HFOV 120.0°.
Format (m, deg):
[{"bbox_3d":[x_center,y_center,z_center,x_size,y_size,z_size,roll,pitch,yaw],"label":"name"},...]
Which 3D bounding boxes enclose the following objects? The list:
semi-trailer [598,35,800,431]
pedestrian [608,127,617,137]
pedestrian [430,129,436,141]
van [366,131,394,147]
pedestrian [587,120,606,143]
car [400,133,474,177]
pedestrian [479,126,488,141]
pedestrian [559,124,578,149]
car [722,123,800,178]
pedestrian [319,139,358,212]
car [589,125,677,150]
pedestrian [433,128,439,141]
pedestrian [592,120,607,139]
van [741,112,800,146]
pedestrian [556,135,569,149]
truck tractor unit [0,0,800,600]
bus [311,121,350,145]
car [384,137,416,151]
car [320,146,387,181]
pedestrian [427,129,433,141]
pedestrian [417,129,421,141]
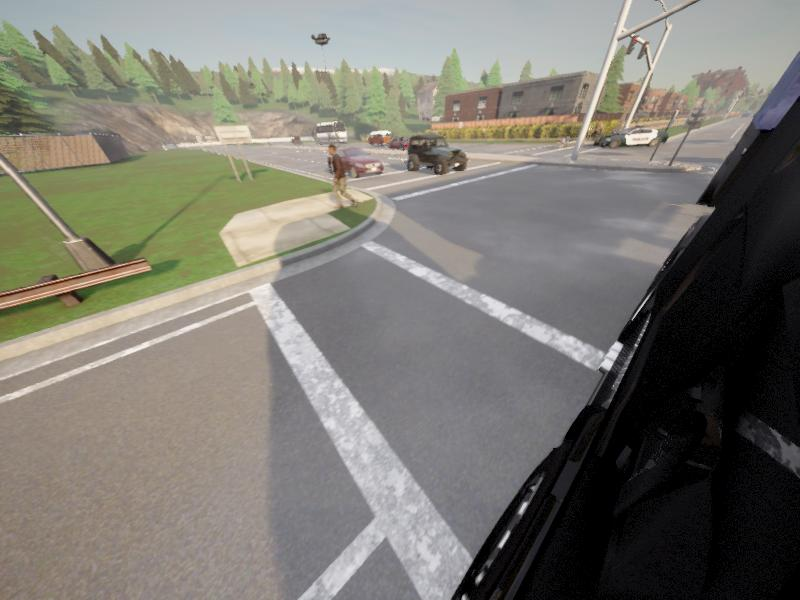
[{"bbox_3d":[8.690,-3.605,4.243,14.254,4.402,2.717,-28,43,-30],"label":"semi-trailer"},{"bbox_3d":[28.633,-22.676,31.138,0.500,1.100,0.500,-29,44,-31],"label":"pedestrian"},{"bbox_3d":[6.296,-31.390,43.885,0.751,1.860,0.751,-26,42,-28],"label":"pedestrian"},{"bbox_3d":[-3.388,-26.775,38.472,2.069,2.038,4.480,-31,45,-32],"label":"van"},{"bbox_3d":[20.660,-17.767,24.368,0.751,1.860,0.751,-28,43,-30],"label":"pedestrian"},{"bbox_3d":[2.015,-8.644,13.667,1.905,1.878,3.866,-28,43,-29],"label":"car"},{"bbox_3d":[13.347,-26.662,36.983,0.751,1.860,0.751,-28,43,-30],"label":"pedestrian"},{"bbox_3d":[16.213,-15.731,22.252,0.751,1.860,0.751,26,46,34],"label":"pedestrian"},{"bbox_3d":[17.182,-6.968,10.545,5.027,1.651,2.152,-28,43,-30],"label":"car"},{"bbox_3d":[-1.862,-3.826,7.150,0.751,1.860,0.751,-13,38,-13],"label":"pedestrian"},{"bbox_3d":[20.390,-14.446,20.518,4.974,1.542,2.038,2,37,7],"label":"car"},{"bbox_3d":[6.805,-31.034,43.368,0.751,1.860,0.751,-28,43,-30],"label":"pedestrian"},{"bbox_3d":[24.613,-20.967,28.471,0.751,1.860,0.751,25,45,32],"label":"pedestrian"},{"bbox_3d":[29.055,-13.437,18.155,4.442,1.987,1.775,-28,43,-30],"label":"van"},{"bbox_3d":[15.537,-15.112,22.087,0.500,1.100,0.500,-28,43,-30],"label":"pedestrian"},{"bbox_3d":[2.645,-0.295,0.351,6.516,4.208,3.053,-28,44,-30],"label":"truck tractor unit"},{"bbox_3d":[-16.650,-39.663,55.001,3.944,4.253,10.273,-28,43,-29],"label":"bus"},{"bbox_3d":[-0.001,-20.605,30.445,1.994,1.385,4.181,-28,43,-29],"label":"car"},{"bbox_3d":[-2.974,-8.629,14.379,1.812,1.442,4.674,-27,43,-29],"label":"car"},{"bbox_3d":[5.830,-31.687,44.321,0.751,1.860,0.751,-29,44,-31],"label":"pedestrian"},{"bbox_3d":[3.896,-34.168,47.817,0.751,1.860,0.751,4,37,10],"label":"pedestrian"}]
